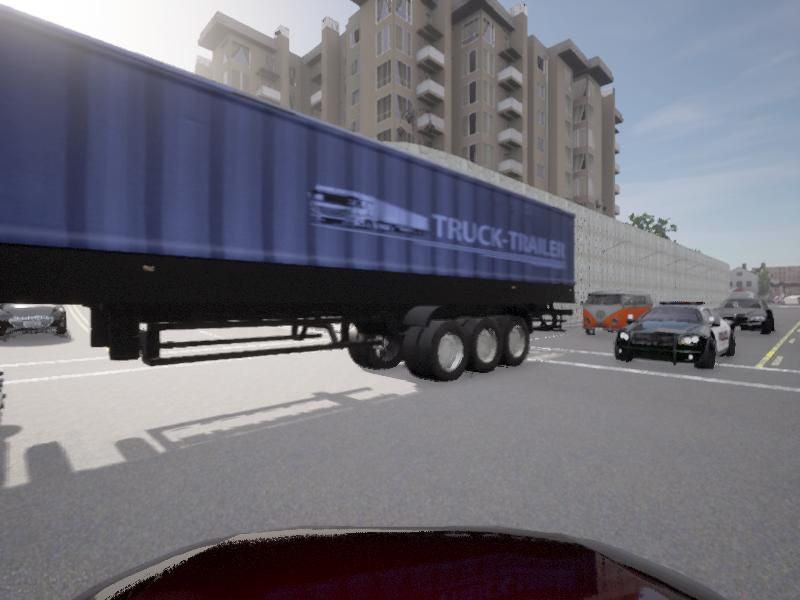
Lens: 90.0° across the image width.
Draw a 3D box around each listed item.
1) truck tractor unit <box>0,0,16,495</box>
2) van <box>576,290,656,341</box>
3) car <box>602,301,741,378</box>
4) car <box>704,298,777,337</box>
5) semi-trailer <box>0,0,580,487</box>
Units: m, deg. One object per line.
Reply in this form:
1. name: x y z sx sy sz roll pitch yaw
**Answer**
1. truck tractor unit: -6.626 -0.527 2.174 6.516 4.208 3.053 0 0 -44
2. van: 9.578 0.587 17.573 4.442 1.987 1.775 0 0 -44
3. car: 7.411 0.818 10.685 4.974 1.542 2.038 0 0 -43
4. car: 16.612 0.747 19.429 4.611 1.667 2.242 0 0 -43
5. semi-trailer: -0.892 -0.624 7.629 14.254 4.402 2.717 0 0 -44
